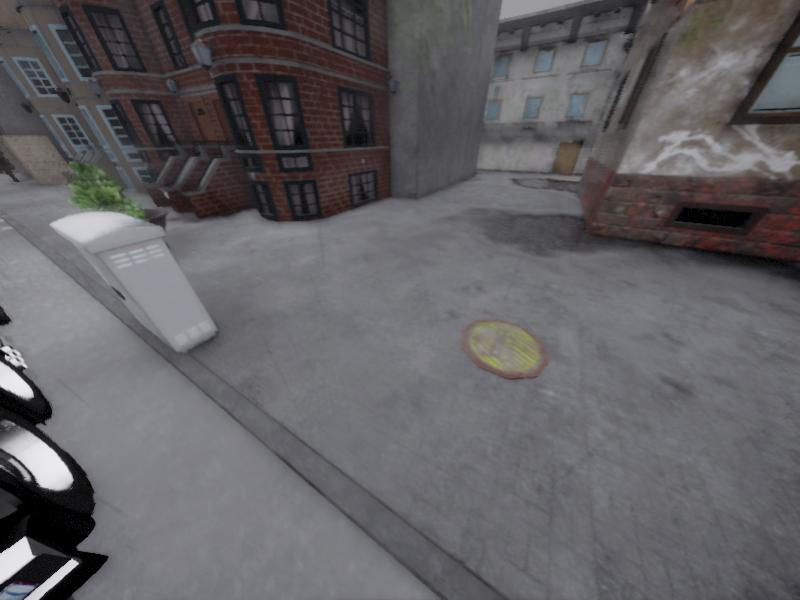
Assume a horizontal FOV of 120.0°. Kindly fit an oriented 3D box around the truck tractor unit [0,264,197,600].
[{"bbox_3d":[-5.117,-0.291,0.784,6.516,4.208,3.053,18,39,24],"label":"truck tractor unit"}]

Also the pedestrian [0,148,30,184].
[{"bbox_3d":[-24.640,-8.323,14.395,0.751,1.860,0.751,-28,43,-34],"label":"pedestrian"}]

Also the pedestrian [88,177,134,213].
[{"bbox_3d":[-10.570,-3.858,8.488,0.500,1.100,0.500,16,38,22],"label":"pedestrian"}]
